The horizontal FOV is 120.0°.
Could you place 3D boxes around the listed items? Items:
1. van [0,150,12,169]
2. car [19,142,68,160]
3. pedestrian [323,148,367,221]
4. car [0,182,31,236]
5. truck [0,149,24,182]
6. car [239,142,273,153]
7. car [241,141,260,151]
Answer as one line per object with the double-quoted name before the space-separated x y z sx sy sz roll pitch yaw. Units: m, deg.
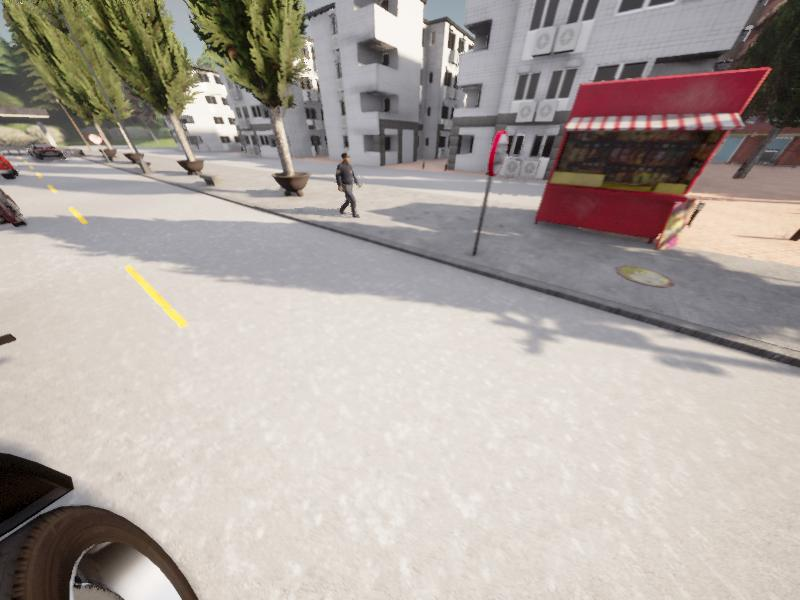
"van" -35.836 -12.802 19.571 5.915 2.561 1.988 24 41 28
"car" -41.094 -17.199 26.643 4.974 1.542 2.038 19 39 25
"pedestrian" -1.601 -3.476 6.989 0.751 1.860 0.751 18 39 23
"car" -12.928 -2.796 6.585 4.181 1.385 1.994 22 41 28
"truck" -25.640 -8.505 13.634 5.204 2.467 2.627 22 41 28
"car" -25.874 -27.562 41.789 4.974 1.542 2.038 -15 38 -20
"car" -27.954 -28.864 43.196 1.845 1.501 3.633 -28 44 -34
